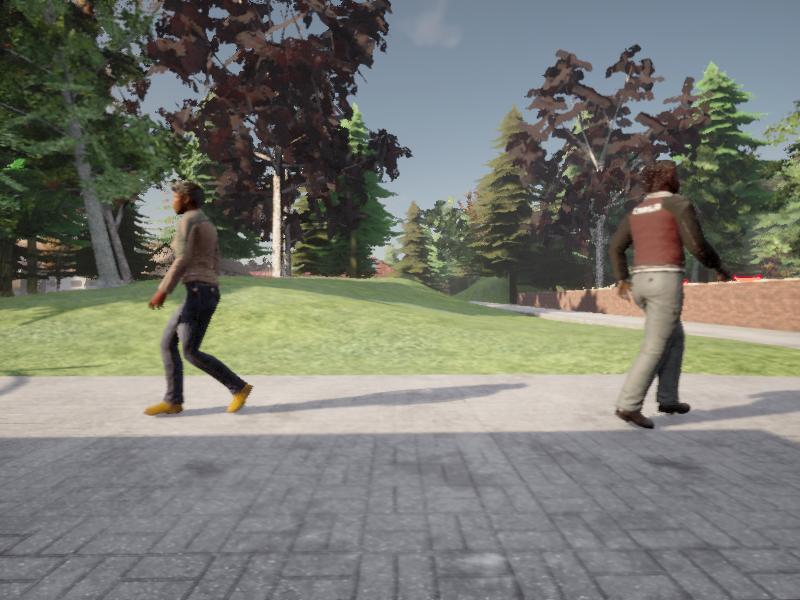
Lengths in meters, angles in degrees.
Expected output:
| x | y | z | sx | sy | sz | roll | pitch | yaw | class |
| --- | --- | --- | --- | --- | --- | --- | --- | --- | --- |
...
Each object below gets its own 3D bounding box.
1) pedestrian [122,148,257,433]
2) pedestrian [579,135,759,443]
| x | y | z | sx | sy | sz | roll | pitch | yaw | class |
| --- | --- | --- | --- | --- | --- | --- | --- | --- | --- |
| -1.537 | -0.065 | 3.066 | 0.751 | 1.860 | 0.751 | 0 | 0 | -14 | pedestrian |
| 1.825 | -0.069 | 2.825 | 0.751 | 1.860 | 0.751 | 0 | 0 | -5 | pedestrian |
